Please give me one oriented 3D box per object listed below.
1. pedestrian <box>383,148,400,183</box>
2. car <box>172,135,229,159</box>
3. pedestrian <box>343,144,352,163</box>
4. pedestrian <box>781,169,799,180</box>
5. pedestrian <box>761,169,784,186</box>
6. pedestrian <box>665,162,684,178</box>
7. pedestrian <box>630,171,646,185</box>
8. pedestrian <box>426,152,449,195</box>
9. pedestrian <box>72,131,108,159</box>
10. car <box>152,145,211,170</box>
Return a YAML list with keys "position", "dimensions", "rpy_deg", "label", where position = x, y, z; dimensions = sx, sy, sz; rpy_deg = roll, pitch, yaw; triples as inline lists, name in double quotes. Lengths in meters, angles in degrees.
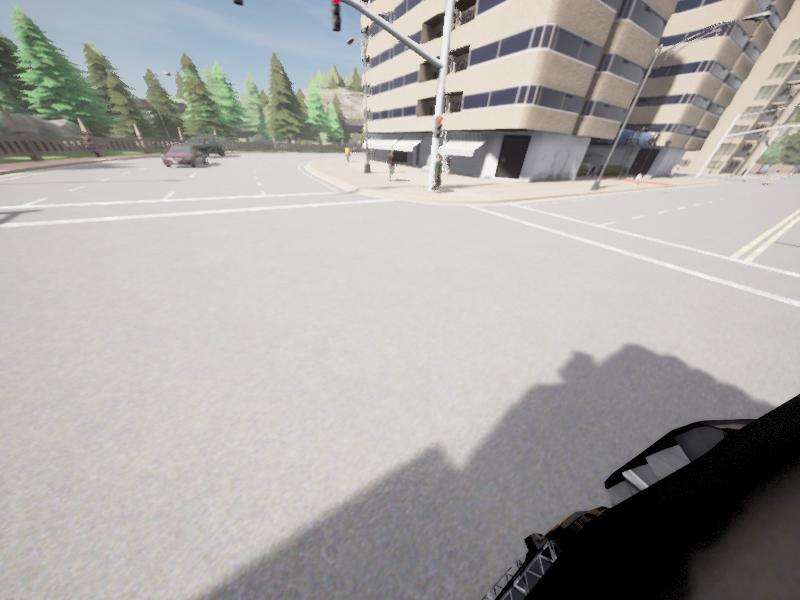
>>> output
- position: [-0.547, -8.488, 14.597]
  dimensions: [0.751, 1.860, 0.751]
  rpy_deg: [-17, 39, -27]
  label: "pedestrian"
- position: [-23.347, -18.144, 27.421]
  dimensions: [2.150, 2.045, 5.566]
  rpy_deg: [0, 34, -4]
  label: "car"
- position: [-6.273, -17.547, 27.730]
  dimensions: [0.751, 1.860, 0.751]
  rpy_deg: [0, 34, -5]
  label: "pedestrian"
- position: [73.794, -23.707, 43.690]
  dimensions: [0.751, 1.860, 0.751]
  rpy_deg: [-11, 36, -20]
  label: "pedestrian"
- position: [48.669, -16.036, 30.192]
  dimensions: [0.751, 1.860, 0.751]
  rpy_deg: [-17, 38, -27]
  label: "pedestrian"
- position: [37.379, -17.651, 31.446]
  dimensions: [0.751, 1.860, 0.751]
  rpy_deg: [-17, 39, -27]
  label: "pedestrian"
- position: [21.825, -11.166, 21.172]
  dimensions: [0.500, 1.100, 0.500]
  rpy_deg: [-15, 38, -25]
  label: "pedestrian"
- position: [1.908, -6.484, 11.886]
  dimensions: [0.751, 1.860, 0.751]
  rpy_deg: [18, 37, 22]
  label: "pedestrian"
- position: [-25.370, -12.705, 18.955]
  dimensions: [0.751, 1.860, 0.751]
  rpy_deg: [-2, 34, -8]
  label: "pedestrian"
- position: [-17.214, -11.518, 18.516]
  dimensions: [1.812, 1.442, 4.674]
  rpy_deg: [-10, 36, -19]
  label: "car"
